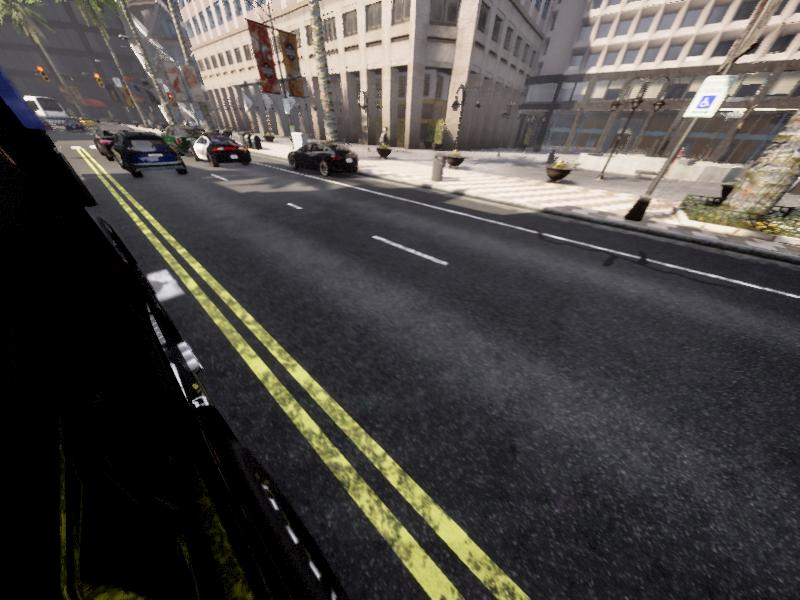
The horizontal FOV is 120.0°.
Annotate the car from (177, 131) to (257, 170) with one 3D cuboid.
[{"bbox_3d":[-11.129,-9.165,14.017,4.974,1.542,2.038,28,43,30],"label":"car"}]

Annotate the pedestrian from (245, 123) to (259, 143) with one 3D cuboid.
[{"bbox_3d":[-17.579,-19.859,27.447,0.751,1.860,0.751,-23,44,-31],"label":"pedestrian"}]

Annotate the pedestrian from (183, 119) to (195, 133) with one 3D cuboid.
[{"bbox_3d":[-35.887,-29.590,39.352,0.751,1.860,0.751,31,45,32],"label":"pedestrian"}]

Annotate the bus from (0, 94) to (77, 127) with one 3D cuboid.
[{"bbox_3d":[-69.109,-35.441,43.299,10.273,4.253,3.944,7,37,5],"label":"bus"}]

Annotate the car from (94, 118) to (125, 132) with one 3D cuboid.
[{"bbox_3d":[-46.920,-28.274,37.287,4.611,1.667,2.242,28,43,30],"label":"car"}]

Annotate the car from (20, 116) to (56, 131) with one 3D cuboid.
[{"bbox_3d":[-51.330,-25.033,32.774,4.792,1.488,2.163,27,43,29],"label":"car"}]

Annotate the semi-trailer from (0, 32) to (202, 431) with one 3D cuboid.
[{"bbox_3d":[-8.754,-3.561,4.182,14.254,4.402,2.717,27,43,29],"label":"semi-trailer"}]

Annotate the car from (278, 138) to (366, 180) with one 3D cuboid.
[{"bbox_3d":[-4.383,-8.029,12.984,4.792,1.488,2.163,28,43,29],"label":"car"}]

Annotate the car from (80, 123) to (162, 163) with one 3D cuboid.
[{"bbox_3d":[-17.269,-9.772,14.305,4.611,1.667,2.242,28,43,30],"label":"car"}]

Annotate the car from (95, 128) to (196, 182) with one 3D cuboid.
[{"bbox_3d":[-12.041,-6.969,10.910,4.856,1.649,2.033,28,43,30],"label":"car"}]

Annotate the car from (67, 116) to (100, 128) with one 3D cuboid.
[{"bbox_3d":[-61.240,-34.424,44.702,5.366,1.575,1.801,17,39,19],"label":"car"}]

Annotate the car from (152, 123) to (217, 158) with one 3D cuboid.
[{"bbox_3d":[-15.922,-11.825,17.064,4.553,1.767,2.097,28,43,30],"label":"car"}]

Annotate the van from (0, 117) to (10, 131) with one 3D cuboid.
[{"bbox_3d":[-51.477,-22.104,28.339,2.069,2.038,4.480,-24,44,-32],"label":"van"}]

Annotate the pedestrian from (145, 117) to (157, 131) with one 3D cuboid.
[{"bbox_3d":[-43.907,-30.987,40.698,0.751,1.860,0.751,-24,44,-31],"label":"pedestrian"}]

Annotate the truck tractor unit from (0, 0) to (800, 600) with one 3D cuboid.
[{"bbox_3d":[-2.645,-0.295,0.351,6.516,4.208,3.053,28,44,30],"label":"truck tractor unit"}]
